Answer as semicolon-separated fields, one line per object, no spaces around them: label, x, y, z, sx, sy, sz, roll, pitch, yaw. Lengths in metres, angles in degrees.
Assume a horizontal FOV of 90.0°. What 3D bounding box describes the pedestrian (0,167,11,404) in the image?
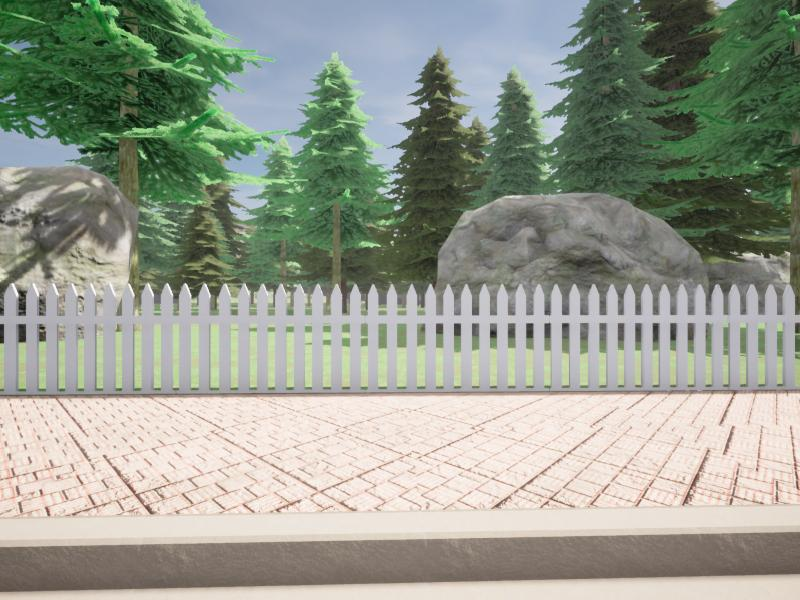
pedestrian;-3.496;-0.115;2.837;0.751;1.860;0.751;0;0;-2
